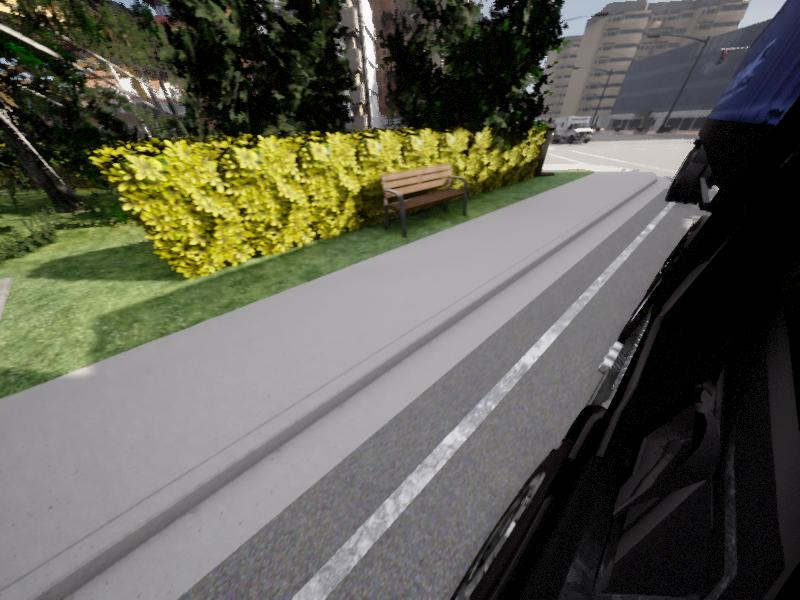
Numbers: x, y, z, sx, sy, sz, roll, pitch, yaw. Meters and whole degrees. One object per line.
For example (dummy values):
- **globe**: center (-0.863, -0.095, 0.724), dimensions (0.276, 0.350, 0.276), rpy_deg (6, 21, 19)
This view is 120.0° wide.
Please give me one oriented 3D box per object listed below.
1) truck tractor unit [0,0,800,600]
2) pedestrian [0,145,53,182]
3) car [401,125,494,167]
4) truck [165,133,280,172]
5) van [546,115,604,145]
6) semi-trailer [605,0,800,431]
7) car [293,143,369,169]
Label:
- **truck tractor unit**: center (2.645, -0.295, 0.351), dimensions (6.516, 4.208, 3.053), rpy_deg (-28, 44, -30)
- **pedestrian**: center (-23.091, -8.385, 14.244), dimensions (0.751, 1.860, 0.751), rpy_deg (4, 37, 9)
- **car**: center (2.970, -10.298, 15.445), dimensions (5.566, 2.045, 2.150), rpy_deg (2, 37, 6)
- **truck**: center (-12.782, -10.869, 17.048), dimensions (6.274, 2.098, 2.390), rpy_deg (2, 37, 6)
- **van**: center (20.063, -19.889, 27.084), dimensions (2.351, 2.431, 6.366), rpy_deg (2, 37, 5)
- **semi-trailer**: center (8.328, -3.833, 4.562), dimensions (2.717, 4.402, 14.254), rpy_deg (30, 48, 35)
- **car**: center (-4.759, -10.261, 16.455), dimensions (4.718, 1.301, 1.895), rpy_deg (2, 37, 6)
